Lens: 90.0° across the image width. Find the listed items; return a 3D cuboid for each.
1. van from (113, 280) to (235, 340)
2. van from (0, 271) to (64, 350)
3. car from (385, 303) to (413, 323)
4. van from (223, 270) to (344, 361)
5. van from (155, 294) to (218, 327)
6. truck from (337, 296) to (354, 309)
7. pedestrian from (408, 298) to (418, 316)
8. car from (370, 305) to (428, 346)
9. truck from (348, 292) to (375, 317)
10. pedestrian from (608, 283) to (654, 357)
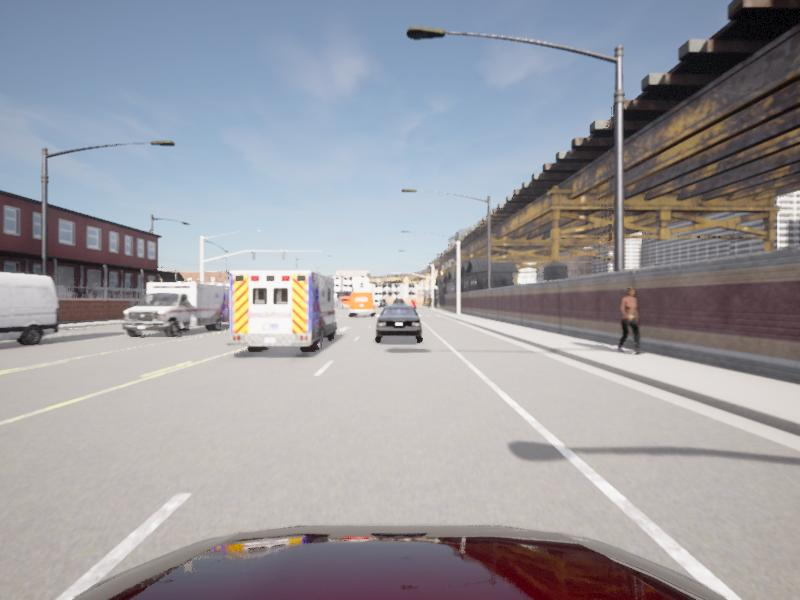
[{"bbox_3d":[-10.557,0.418,19.506,2.351,2.431,6.366,0,0,0],"label":"van"},{"bbox_3d":[-13.934,0.349,12.412,1.988,2.561,5.915,0,0,1],"label":"van"},{"bbox_3d":[-0.087,0.960,31.723,2.033,1.411,5.357,0,0,0],"label":"car"},{"bbox_3d":[-3.564,0.406,13.899,2.351,2.431,6.366,0,0,0],"label":"van"},{"bbox_3d":[-14.026,0.654,26.586,1.775,1.987,4.442,0,0,0],"label":"van"},{"bbox_3d":[-10.673,0.499,78.908,2.627,2.467,5.204,0,1,0],"label":"truck"},{"bbox_3d":[1.296,0.721,40.859,0.751,1.860,0.751,0,0,41],"label":"pedestrian"},{"bbox_3d":[-0.044,0.929,16.893,2.033,1.411,5.357,0,0,0],"label":"car"},{"bbox_3d":[-3.870,0.442,41.376,2.627,2.467,5.204,0,0,-3],"label":"truck"},{"bbox_3d":[6.046,0.506,10.497,0.751,1.860,0.751,0,0,-1],"label":"pedestrian"}]
